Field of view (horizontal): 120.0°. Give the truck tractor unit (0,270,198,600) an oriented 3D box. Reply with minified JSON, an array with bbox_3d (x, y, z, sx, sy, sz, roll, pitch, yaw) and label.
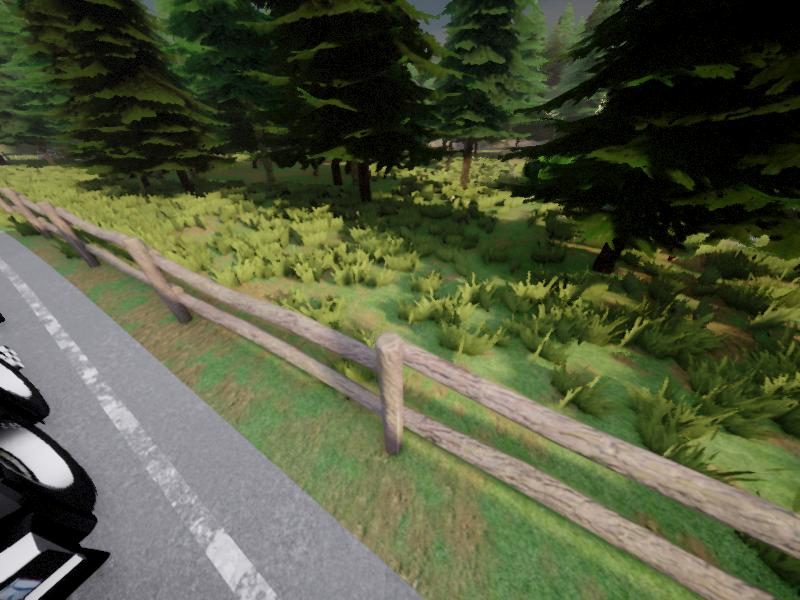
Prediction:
[{"bbox_3d":[-5.118,-0.294,0.762,6.516,4.208,3.053,18,39,24],"label":"truck tractor unit"}]
